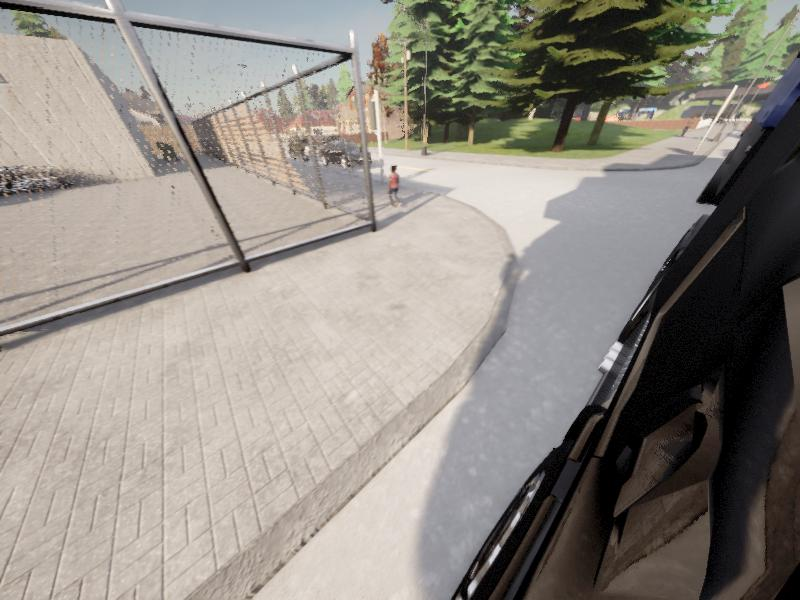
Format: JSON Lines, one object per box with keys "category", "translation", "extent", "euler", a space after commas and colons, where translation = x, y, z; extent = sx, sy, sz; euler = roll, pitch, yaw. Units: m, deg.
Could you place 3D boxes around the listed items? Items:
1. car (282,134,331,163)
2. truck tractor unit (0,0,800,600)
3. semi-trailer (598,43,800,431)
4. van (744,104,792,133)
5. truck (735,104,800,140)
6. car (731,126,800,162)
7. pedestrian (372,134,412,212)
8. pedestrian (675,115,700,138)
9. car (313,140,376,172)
{"category": "car", "translation": [-8.060, -13.091, 19.851], "extent": [1.932, 1.855, 4.605], "euler": [-28, 44, -30]}
{"category": "truck tractor unit", "translation": [2.645, -0.295, 0.351], "extent": [6.516, 4.208, 3.053], "euler": [-28, 44, -30]}
{"category": "semi-trailer", "translation": [8.693, -3.608, 4.234], "extent": [14.254, 4.402, 2.717], "euler": [-28, 44, -30]}
{"category": "van", "translation": [45.034, -22.233, 28.377], "extent": [5.915, 2.561, 1.988], "euler": [-28, 44, -30]}
{"category": "truck", "translation": [34.667, -16.684, 21.674], "extent": [5.204, 2.467, 2.627], "euler": [-28, 44, -30]}
{"category": "car", "translation": [21.085, -8.981, 13.172], "extent": [4.181, 1.385, 1.994], "euler": [-28, 44, -30]}
{"category": "pedestrian", "translation": [-0.188, -3.673, 6.721], "extent": [0.751, 1.860, 0.751], "euler": [-29, 45, -31]}
{"category": "pedestrian", "translation": [29.399, -17.695, 23.612], "extent": [0.751, 1.860, 0.751], "euler": [-25, 42, -27]}
{"category": "car", "translation": [-3.859, -9.976, 15.807], "extent": [1.837, 1.490, 4.892], "euler": [-28, 44, -30]}
